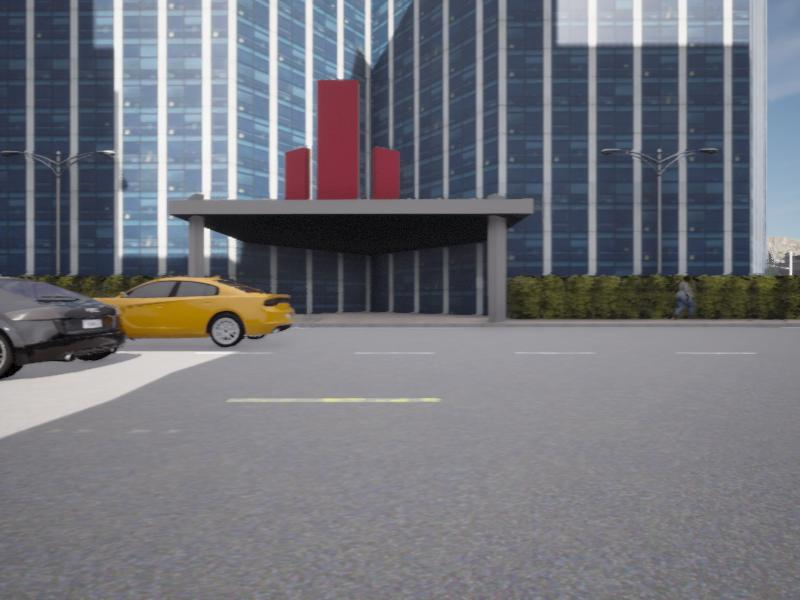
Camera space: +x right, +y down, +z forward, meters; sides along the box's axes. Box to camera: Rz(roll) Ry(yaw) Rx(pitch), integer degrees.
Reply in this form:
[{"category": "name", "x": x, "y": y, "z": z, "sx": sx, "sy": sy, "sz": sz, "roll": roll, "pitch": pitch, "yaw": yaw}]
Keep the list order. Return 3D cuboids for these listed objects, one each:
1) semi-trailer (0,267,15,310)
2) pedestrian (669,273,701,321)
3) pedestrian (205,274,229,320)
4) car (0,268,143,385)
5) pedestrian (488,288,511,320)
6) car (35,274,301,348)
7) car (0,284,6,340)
[{"category": "semi-trailer", "x": -42.653, "y": -1.202, "z": 35.596, "sx": 2.717, "sy": 4.402, "sz": 14.254, "roll": 0, "pitch": 0, "yaw": 2}, {"category": "pedestrian", "x": 11.354, "y": -0.119, "z": 15.949, "sx": 0.751, "sy": 1.860, "sz": 0.751, "roll": 0, "pitch": 0, "yaw": 4}, {"category": "pedestrian", "x": -7.620, "y": -0.112, "z": 16.666, "sx": 0.751, "sy": 1.860, "sz": 0.751, "roll": 0, "pitch": 0, "yaw": -12}, {"category": "car", "x": -6.397, "y": 0.310, "z": 5.707, "sx": 4.181, "sy": 1.385, "sz": 1.994, "roll": 0, "pitch": 0, "yaw": 0}, {"category": "pedestrian", "x": 4.042, "y": 0.164, "z": 16.295, "sx": 0.751, "sy": 1.300, "sz": 0.751, "roll": 0, "pitch": 0, "yaw": 2}, {"category": "car", "x": -5.025, "y": 0.225, "z": 9.199, "sx": 5.008, "sy": 1.535, "sz": 1.882, "roll": 0, "pitch": 0, "yaw": 0}, {"category": "car", "x": -12.740, "y": 0.299, "z": 9.202, "sx": 5.357, "sy": 1.411, "sz": 2.033, "roll": 0, "pitch": 0, "yaw": 0}]
